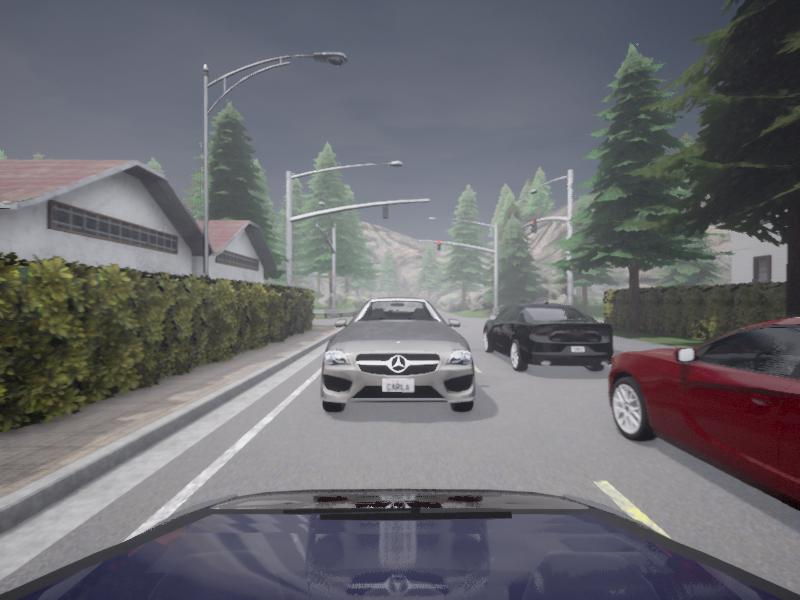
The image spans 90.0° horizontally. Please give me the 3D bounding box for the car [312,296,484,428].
[{"bbox_3d":[-0.042,0.770,7.512,2.152,1.651,5.027,0,0,0],"label":"car"}]

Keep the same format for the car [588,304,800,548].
[{"bbox_3d":[3.496,0.818,2.924,1.882,1.535,5.008,0,0,0],"label":"car"}]

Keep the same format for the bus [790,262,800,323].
[{"bbox_3d":[32.986,-0.578,26.530,10.273,4.253,3.944,0,0,0],"label":"bus"}]

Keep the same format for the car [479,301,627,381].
[{"bbox_3d":[3.484,0.809,10.307,1.882,1.535,5.008,0,0,0],"label":"car"}]
